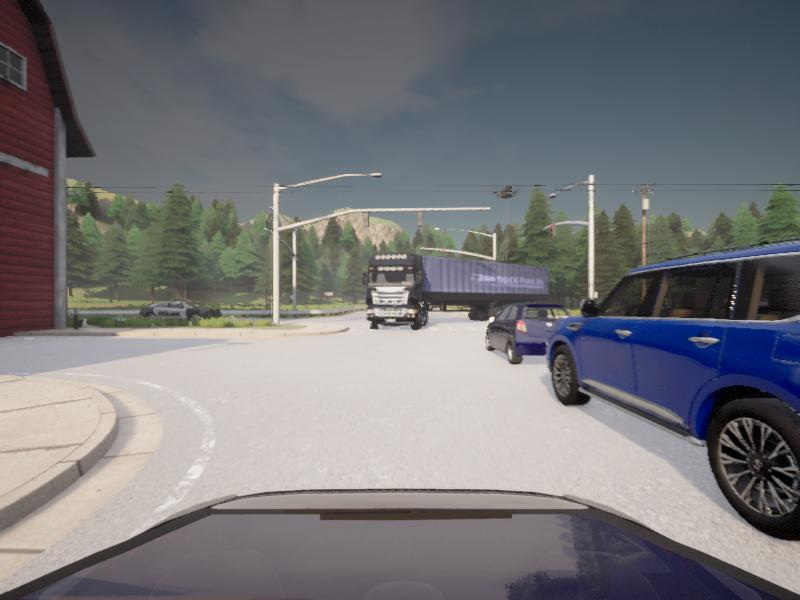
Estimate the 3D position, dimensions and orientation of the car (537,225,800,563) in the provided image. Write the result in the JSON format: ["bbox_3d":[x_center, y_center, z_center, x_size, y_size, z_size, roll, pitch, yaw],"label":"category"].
[{"bbox_3d":[3.495,0.566,4.278,2.150,2.045,5.566,0,0,0],"label":"car"}]

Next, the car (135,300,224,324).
[{"bbox_3d":[-15.325,0.787,28.002,5.238,1.638,1.930,0,0,1],"label":"car"}]

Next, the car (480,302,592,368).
[{"bbox_3d":[3.505,0.818,11.056,1.845,1.501,3.633,0,0,0],"label":"car"}]

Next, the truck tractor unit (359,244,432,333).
[{"bbox_3d":[0.027,-0.528,22.370,3.053,4.208,6.516,0,0,9],"label":"truck tractor unit"}]

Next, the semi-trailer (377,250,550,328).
[{"bbox_3d":[5.118,-0.624,27.871,14.254,4.402,2.717,0,-1,-37],"label":"semi-trailer"}]
